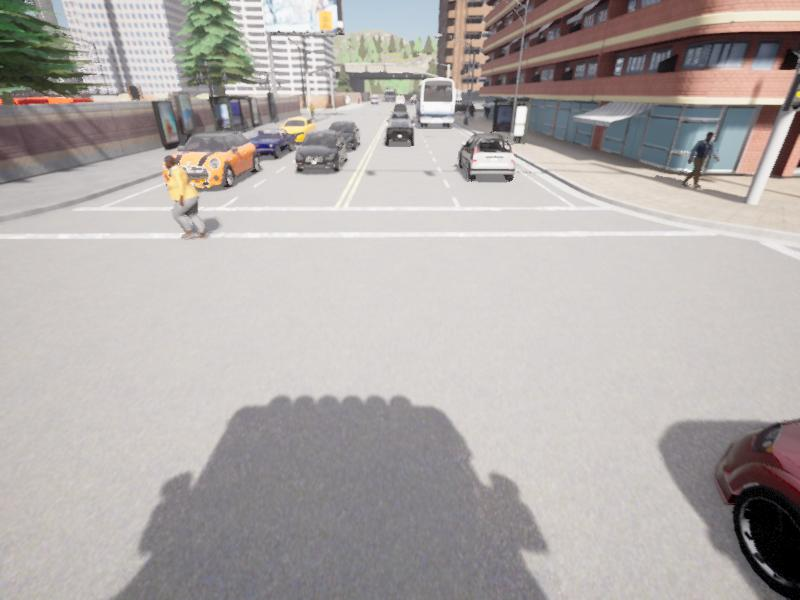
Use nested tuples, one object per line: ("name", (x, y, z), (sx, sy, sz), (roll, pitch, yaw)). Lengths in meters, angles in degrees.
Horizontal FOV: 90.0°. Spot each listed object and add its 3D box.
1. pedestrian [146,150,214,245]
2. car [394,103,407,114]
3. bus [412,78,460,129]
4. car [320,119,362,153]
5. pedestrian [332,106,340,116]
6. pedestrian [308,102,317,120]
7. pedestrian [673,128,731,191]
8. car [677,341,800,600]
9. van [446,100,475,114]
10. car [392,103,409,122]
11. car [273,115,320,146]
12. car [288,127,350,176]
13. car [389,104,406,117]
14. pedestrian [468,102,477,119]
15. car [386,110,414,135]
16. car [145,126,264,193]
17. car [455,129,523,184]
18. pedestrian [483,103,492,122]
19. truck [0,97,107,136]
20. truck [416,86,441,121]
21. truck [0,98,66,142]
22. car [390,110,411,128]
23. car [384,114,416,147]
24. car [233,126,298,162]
("pedestrian", (-4.741, -2.228, 8.740), (0.751, 1.860, 0.751), (-5, 28, -11))
("car", (0.050, -32.187, 67.064), (2.038, 1.542, 4.974), (0, 27, 0))
("bus", (3.414, -20.579, 41.767), (3.944, 4.253, 10.273), (0, 27, 0))
("car", (-3.488, -10.203, 24.646), (1.837, 1.490, 4.892), (0, 27, 0))
("pedestrian", (-9.136, -26.960, 57.137), (0.751, 1.300, 0.751), (4, 28, 7))
("pedestrian", (-10.087, -21.738, 46.096), (0.751, 1.860, 0.751), (2, 27, 3))
("pedestrian", (9.941, -4.642, 13.242), (0.751, 1.860, 0.751), (0, 27, 0))
("car", (3.490, 1.888, 1.424), (1.994, 1.385, 4.181), (0, 28, 0))
("van", (9.912, -31.918, 66.205), (4.442, 1.987, 1.775), (0, 27, 0))
("car", (0.034, -22.329, 47.686), (1.905, 1.878, 3.866), (0, 28, 0))
("car", (-6.984, -11.722, 27.502), (1.882, 1.535, 5.008), (0, 27, 0))
("car", (-3.491, -6.890, 18.243), (1.837, 1.490, 4.892), (0, 27, 0))
("car", (-0.374, -27.433, 57.880), (1.801, 1.575, 5.366), (-3, 27, -6))
("pedestrian", (8.979, -23.375, 49.440), (0.751, 1.860, 0.751), (-1, 27, -2))
("car", (0.021, -15.398, 34.528), (2.242, 1.667, 4.611), (0, 27, 0))
("car", (-6.996, -5.433, 15.068), (2.097, 1.767, 4.553), (0, 27, 0))
("car", (3.509, -6.051, 16.566), (1.851, 1.617, 3.988), (0, 27, 0))
("pedestrian", (9.890, -21.181, 45.207), (0.751, 1.860, 0.751), (0, 27, 0))
("truck", (-25.777, -13.747, 29.876), (5.204, 2.467, 2.615), (0, 27, 0))
("truck", (3.660, -26.142, 52.989), (2.891, 3.827, 8.468), (1, 28, 1))
("truck", (-25.774, -11.766, 26.047), (5.204, 2.467, 2.615), (0, 27, 0))
("car", (0.030, -18.606, 41.029), (2.033, 1.411, 5.357), (0, 27, 0))
("car", (0.003, -11.646, 27.309), (1.930, 1.638, 5.238), (0, 27, 0))
("car", (-6.991, -8.430, 21.402), (1.895, 1.301, 4.718), (0, 27, 0))
